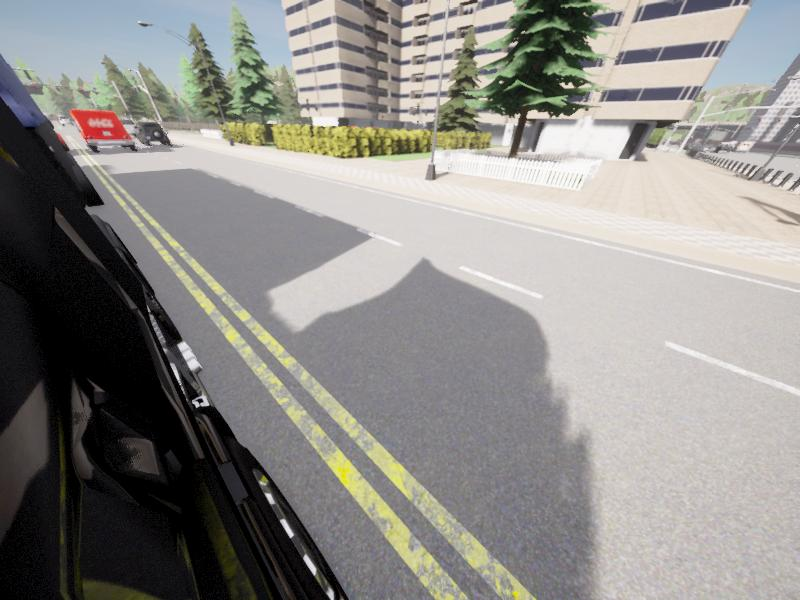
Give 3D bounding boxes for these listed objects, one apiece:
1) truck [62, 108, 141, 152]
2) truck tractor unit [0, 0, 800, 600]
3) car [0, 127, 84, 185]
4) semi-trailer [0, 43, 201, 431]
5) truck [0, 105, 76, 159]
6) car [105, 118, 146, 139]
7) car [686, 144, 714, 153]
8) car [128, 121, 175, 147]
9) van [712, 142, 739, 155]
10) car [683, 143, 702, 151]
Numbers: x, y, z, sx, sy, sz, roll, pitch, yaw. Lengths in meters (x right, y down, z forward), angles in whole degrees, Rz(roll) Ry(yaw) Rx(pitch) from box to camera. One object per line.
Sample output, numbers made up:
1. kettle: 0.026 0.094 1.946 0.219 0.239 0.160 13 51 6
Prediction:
1. truck: -23.306 -13.223 18.080 5.204 2.467 2.627 27 43 31
2. truck tractor unit: -2.645 -0.295 0.351 6.516 4.208 3.053 28 44 30
3. car: -15.841 -6.216 9.743 4.611 1.667 2.242 27 43 30
4. semi-trailer: -8.703 -3.581 4.254 14.254 4.402 2.717 28 44 30
5. truck: -23.929 -10.818 14.824 5.204 2.467 2.627 28 44 30
6. car: -35.687 -22.294 30.020 5.566 2.045 2.150 28 43 30
7. car: 67.460 -34.106 51.939 4.974 1.542 2.038 -12 39 -19
8. car: -24.253 -16.202 22.555 3.866 1.878 1.905 28 43 30
9. van: 70.724 -33.056 50.328 2.069 2.038 4.480 28 43 30
10. car: 76.326 -39.997 60.321 2.033 1.649 4.856 28 43 30
